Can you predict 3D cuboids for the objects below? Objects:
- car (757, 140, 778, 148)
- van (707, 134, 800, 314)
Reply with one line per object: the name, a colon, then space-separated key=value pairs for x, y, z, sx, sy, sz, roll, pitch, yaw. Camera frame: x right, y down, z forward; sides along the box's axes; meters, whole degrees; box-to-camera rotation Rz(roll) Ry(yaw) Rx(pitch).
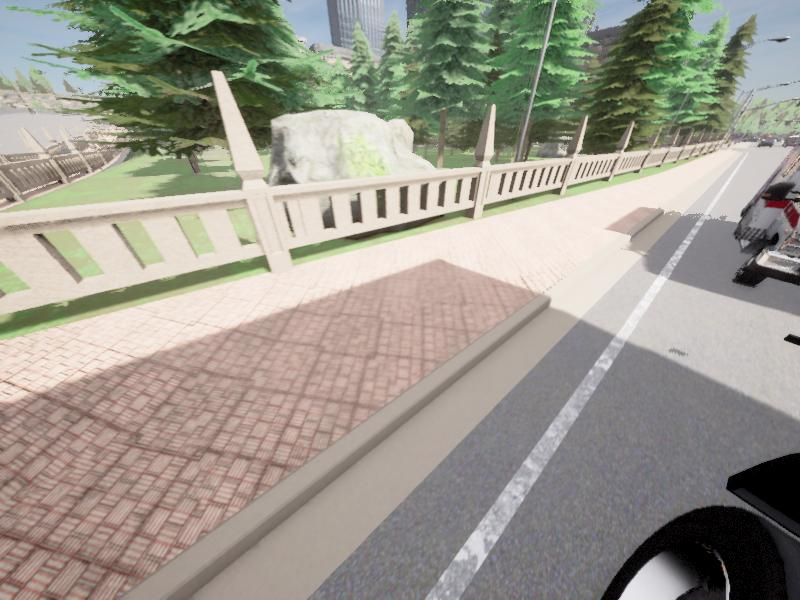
car: x=81.174 y=-34.551 z=51.040 sx=5.357 sy=1.411 sz=2.033 roll=-25 pitch=42 yaw=-30
van: x=8.765 y=-1.829 z=4.327 sx=6.366 sy=2.431 sz=2.351 roll=-25 pitch=42 yaw=-30
